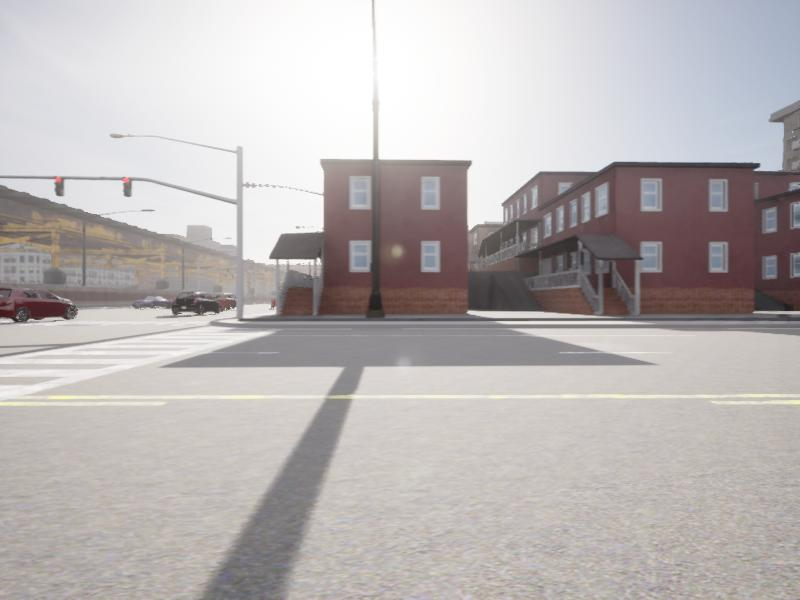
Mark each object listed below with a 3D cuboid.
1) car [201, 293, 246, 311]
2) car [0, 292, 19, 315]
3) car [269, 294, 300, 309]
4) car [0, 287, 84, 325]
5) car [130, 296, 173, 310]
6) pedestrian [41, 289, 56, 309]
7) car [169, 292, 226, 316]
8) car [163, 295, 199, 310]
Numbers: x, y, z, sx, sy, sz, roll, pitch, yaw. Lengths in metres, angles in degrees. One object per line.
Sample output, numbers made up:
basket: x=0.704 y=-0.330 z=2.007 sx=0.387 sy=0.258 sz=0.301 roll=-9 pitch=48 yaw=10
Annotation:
car: x=-16.553 y=0.167 z=37.878 sx=2.242 sy=1.667 sz=4.611 roll=0 pitch=0 yaw=0
car: x=-26.990 y=0.258 z=24.923 sx=1.837 sy=1.490 sz=4.892 roll=0 pitch=0 yaw=0
car: x=-13.186 y=0.165 z=46.084 sx=2.242 sy=1.667 sz=4.611 roll=0 pitch=0 yaw=1
car: x=-16.457 y=0.236 z=17.869 sx=1.845 sy=1.501 sz=3.633 roll=0 pitch=0 yaw=0
car: x=-27.080 y=0.285 z=43.725 sx=1.812 sy=1.442 sz=4.674 roll=0 pitch=0 yaw=0
pedestrian: x=-32.562 y=-0.098 z=37.107 sx=0.751 sy=1.860 sz=0.751 roll=0 pitch=0 yaw=-10
car: x=-13.103 y=0.235 z=26.081 sx=1.845 sy=1.501 sz=3.633 roll=0 pitch=0 yaw=1
car: x=-23.559 y=0.232 z=43.203 sx=1.789 sy=1.549 sz=3.705 roll=0 pitch=-1 yaw=0
